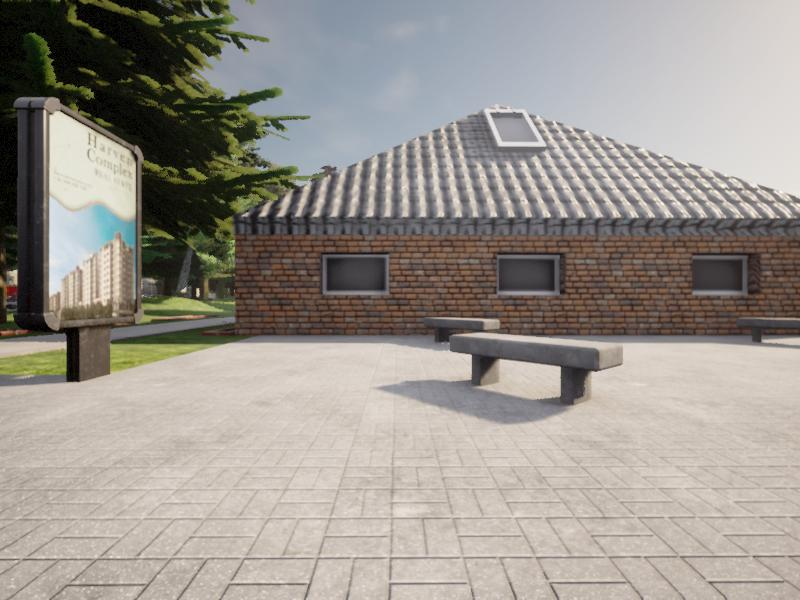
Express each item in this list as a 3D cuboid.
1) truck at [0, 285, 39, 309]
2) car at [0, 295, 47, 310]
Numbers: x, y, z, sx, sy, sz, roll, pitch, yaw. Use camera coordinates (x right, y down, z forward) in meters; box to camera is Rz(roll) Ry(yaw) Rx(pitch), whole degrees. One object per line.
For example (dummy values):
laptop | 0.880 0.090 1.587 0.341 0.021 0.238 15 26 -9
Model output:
truck | -42.717 -0.277 43.288 2.627 2.467 5.204 0 0 -1
car | -38.683 0.232 40.439 1.812 1.442 4.674 0 0 -1
